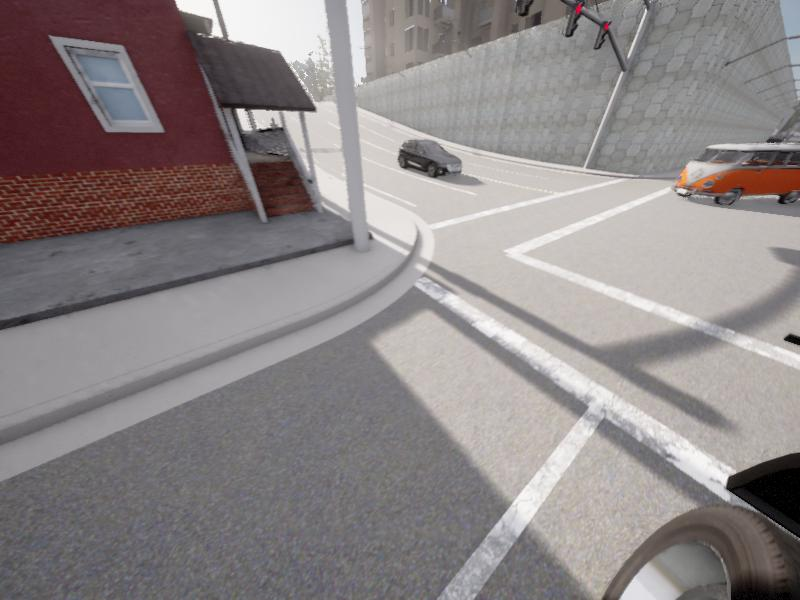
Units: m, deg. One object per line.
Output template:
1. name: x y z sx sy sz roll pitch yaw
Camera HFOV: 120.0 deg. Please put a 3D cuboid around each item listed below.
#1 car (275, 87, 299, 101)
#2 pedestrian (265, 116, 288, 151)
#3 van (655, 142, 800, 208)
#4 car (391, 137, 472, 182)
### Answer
1. car: -19.383 -35.202 39.532 2.128 1.511 4.902 -23 45 -28
2. pedestrian: -8.375 -11.220 15.654 0.751 1.860 0.751 -23 41 -29
3. van: 13.595 -4.922 9.044 4.442 1.987 1.775 -2 36 -2
4. car: 1.676 -8.821 14.230 2.033 1.649 4.856 -22 46 -28
